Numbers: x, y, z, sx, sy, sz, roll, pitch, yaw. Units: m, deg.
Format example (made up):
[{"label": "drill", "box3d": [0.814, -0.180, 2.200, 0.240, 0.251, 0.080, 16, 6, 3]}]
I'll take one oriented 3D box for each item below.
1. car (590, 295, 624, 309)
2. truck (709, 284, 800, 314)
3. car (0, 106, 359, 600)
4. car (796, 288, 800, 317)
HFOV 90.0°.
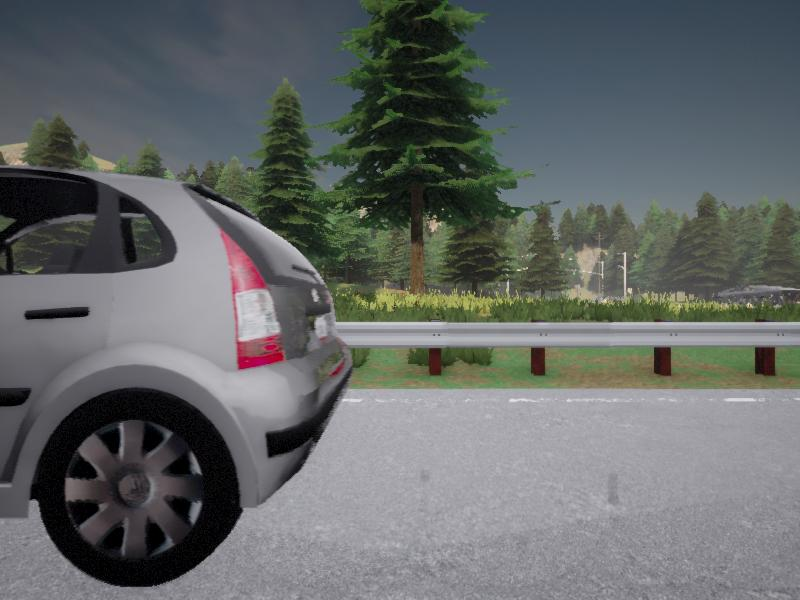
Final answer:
[{"label": "car", "box3d": [23.991, 0.223, 46.436, 1.816, 1.474, 4.193, 0, 0, 1]}, {"label": "truck", "box3d": [27.465, -0.090, 30.884, 2.390, 2.098, 6.274, 0, 0, -1]}, {"label": "car", "box3d": [-2.316, 0.189, 2.203, 3.988, 1.617, 1.851, 0, 0, 0]}, {"label": "car", "box3d": [24.131, 0.125, 20.898, 2.242, 1.667, 4.611, 0, 0, -1]}]
